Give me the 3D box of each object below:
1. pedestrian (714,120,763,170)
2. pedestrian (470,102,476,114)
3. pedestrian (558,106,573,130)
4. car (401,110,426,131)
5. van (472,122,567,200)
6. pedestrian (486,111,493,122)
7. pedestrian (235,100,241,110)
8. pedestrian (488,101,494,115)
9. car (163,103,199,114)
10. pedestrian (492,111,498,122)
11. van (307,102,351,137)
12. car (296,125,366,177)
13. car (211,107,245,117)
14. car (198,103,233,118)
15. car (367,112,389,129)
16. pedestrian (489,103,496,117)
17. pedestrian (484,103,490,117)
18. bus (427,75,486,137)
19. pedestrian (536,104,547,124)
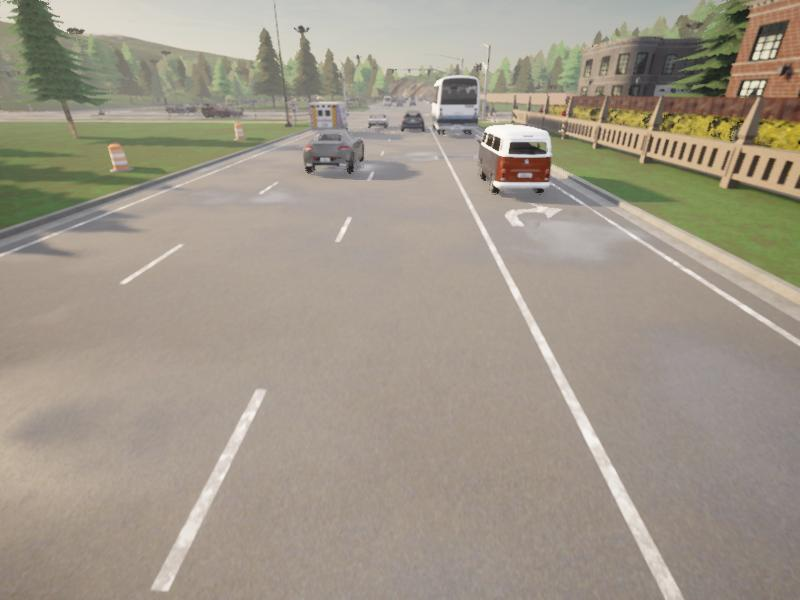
[{"bbox_3d":[14.007,-6.411,16.597,0.751,1.860,0.751,1,27,2],"label":"pedestrian"},{"bbox_3d":[12.653,-33.496,69.606,0.751,1.860,0.751,-5,28,-9],"label":"pedestrian"},{"bbox_3d":[14.716,-16.216,35.660,0.751,1.860,0.751,2,27,3],"label":"pedestrian"},{"bbox_3d":[1.245,-17.212,38.256,2.242,1.667,4.611,1,27,2],"label":"car"},{"bbox_3d":[3.982,-5.124,14.328,2.069,2.038,4.480,1,27,2],"label":"van"},{"bbox_3d":[10.237,-21.028,45.869,0.500,1.100,0.500,-7,28,-14],"label":"pedestrian"},{"bbox_3d":[-33.457,-40.268,82.660,0.751,1.860,0.751,3,27,5],"label":"pedestrian"},{"bbox_3d":[14.095,-29.831,62.139,0.751,1.860,0.751,5,28,9],"label":"pedestrian"},{"bbox_3d":[-39.473,-34.565,72.223,5.238,1.638,1.930,1,27,2],"label":"car"},{"bbox_3d":[10.852,-20.967,45.749,0.500,1.100,0.500,-2,27,-3],"label":"pedestrian"},{"bbox_3d":[-5.882,-15.519,34.167,2.351,2.431,6.366,1,27,2],"label":"van"},{"bbox_3d":[-2.941,-6.980,18.428,2.152,1.651,5.027,1,27,2],"label":"car"},{"bbox_3d":[-26.417,-28.973,61.587,4.181,1.385,1.994,1,27,2],"label":"car"},{"bbox_3d":[-26.913,-27.611,58.368,3.866,1.878,1.905,1,27,2],"label":"car"},{"bbox_3d":[-2.171,-18.407,41.005,1.895,1.301,4.718,1,27,2],"label":"car"},{"bbox_3d":[13.732,-28.383,59.679,0.751,1.860,0.751,1,27,3],"label":"pedestrian"},{"bbox_3d":[13.055,-28.560,60.004,0.751,1.860,0.751,2,27,5],"label":"pedestrian"},{"bbox_3d":[4.547,-17.152,35.300,3.944,4.253,10.273,1,27,2],"label":"bus"},{"bbox_3d":[15.227,-20.059,43.130,0.751,1.860,0.751,2,27,4],"label":"pedestrian"}]
